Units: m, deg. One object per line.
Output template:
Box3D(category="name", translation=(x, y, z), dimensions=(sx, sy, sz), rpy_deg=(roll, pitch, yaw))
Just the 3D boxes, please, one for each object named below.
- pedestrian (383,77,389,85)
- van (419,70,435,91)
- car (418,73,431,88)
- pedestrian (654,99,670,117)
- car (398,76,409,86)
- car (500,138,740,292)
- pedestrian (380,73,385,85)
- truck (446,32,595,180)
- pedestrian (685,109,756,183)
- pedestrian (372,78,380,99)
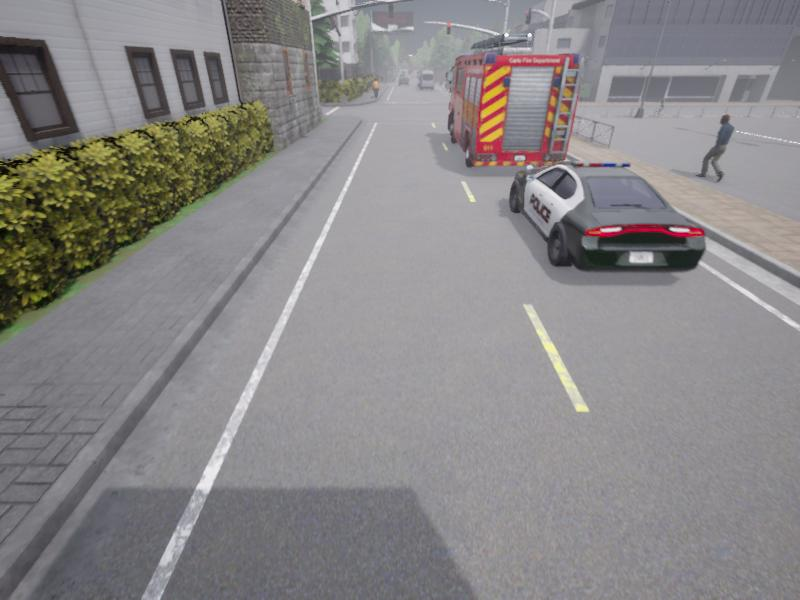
Box3D(category="pedestrian", translation=(-2.547, -39.384, 71.916), dimensions=(0.751, 1.300, 0.751), rpy_deg=(9, 31, 15))
Box3D(category="van", translation=(4.068, -33.481, 60.908), dimensions=(1.988, 2.561, 5.915), rpy_deg=(0, 30, 0))
Box3D(category="car", translation=(4.146, -37.770, 68.759), dimensions=(2.150, 2.045, 5.566), rpy_deg=(1, 30, 1))
Box3D(category="pedestrian", translation=(18.107, -13.255, 27.660), dimensions=(0.500, 1.100, 0.500), rpy_deg=(0, 30, 0))
Box3D(category="car", translation=(0.655, -39.874, 72.906), dimensions=(1.837, 1.490, 4.892), rpy_deg=(1, 30, 2))
Box3D(category="car", translation=(3.650, -2.044, 8.013), dimensions=(2.038, 1.542, 4.974), rpy_deg=(0, 30, 0))
Box3D(category="pedestrian", translation=(-3.189, -39.580, 71.698), dimensions=(0.751, 1.860, 0.751), rpy_deg=(1, 30, 2))
Box3D(category="truck", translation=(3.716, -7.527, 15.139), dimensions=(2.891, 3.827, 8.468), rpy_deg=(0, 30, 0))
Box3D(category="pedestrian", translation=(9.171, -4.434, 11.524), dimensions=(0.751, 1.860, 0.751), rpy_deg=(-8, 31, -14))
Box3D(category="pedestrian", translation=(-2.483, -22.000, 41.555), dimensions=(0.751, 1.860, 0.751), rpy_deg=(-6, 31, -9))
